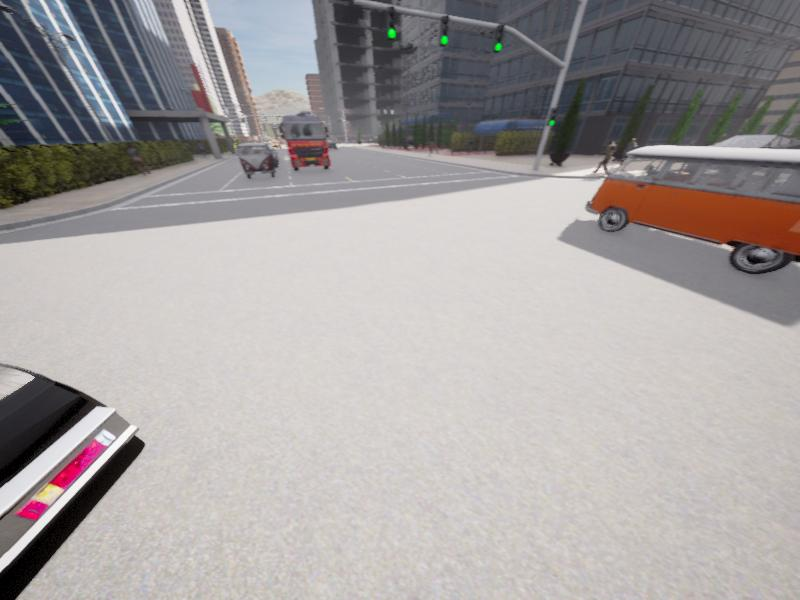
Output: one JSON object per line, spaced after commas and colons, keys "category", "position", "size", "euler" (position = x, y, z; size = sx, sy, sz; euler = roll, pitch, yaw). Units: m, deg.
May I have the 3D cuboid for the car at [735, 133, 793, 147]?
{"category": "car", "position": [61.331, -27.046, 39.057], "size": [2.097, 1.767, 4.553], "euler": [-13, 37, -17]}

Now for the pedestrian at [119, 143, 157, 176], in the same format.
{"category": "pedestrian", "position": [-17.502, -9.397, 15.476], "size": [0.751, 1.860, 0.751], "euler": [-14, 38, -18]}

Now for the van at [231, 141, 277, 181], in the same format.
{"category": "van", "position": [-9.794, -9.652, 15.891], "size": [1.775, 1.987, 4.442], "euler": [-14, 38, -18]}

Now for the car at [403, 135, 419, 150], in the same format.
{"category": "car", "position": [2.094, -29.111, 42.599], "size": [2.390, 2.098, 6.274], "euler": [4, 36, 7]}

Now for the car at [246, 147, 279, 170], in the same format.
{"category": "car", "position": [-12.198, -12.805, 20.789], "size": [1.970, 1.475, 3.806], "euler": [-14, 38, -18]}

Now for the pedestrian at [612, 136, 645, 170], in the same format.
{"category": "pedestrian", "position": [15.397, -9.921, 15.621], "size": [0.751, 1.860, 0.751], "euler": [-24, 42, -29]}

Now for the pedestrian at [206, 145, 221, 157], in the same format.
{"category": "pedestrian", "position": [-24.068, -19.222, 29.839], "size": [0.751, 1.300, 0.751], "euler": [0, 36, 0]}

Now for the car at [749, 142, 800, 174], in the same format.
{"category": "car", "position": [27.188, -9.784, 15.762], "size": [5.366, 1.575, 1.801], "euler": [-13, 37, -17]}

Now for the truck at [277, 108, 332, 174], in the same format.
{"category": "truck", "position": [-8.328, -13.648, 19.880], "size": [2.891, 3.827, 8.468], "euler": [-14, 38, -18]}

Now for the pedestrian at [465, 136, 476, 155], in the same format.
{"category": "pedestrian", "position": [8.743, -19.127, 28.630], "size": [0.751, 1.860, 0.751], "euler": [-19, 39, -24]}

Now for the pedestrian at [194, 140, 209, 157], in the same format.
{"category": "pedestrian", "position": [-25.917, -19.801, 30.202], "size": [0.751, 1.860, 0.751], "euler": [-16, 38, -20]}

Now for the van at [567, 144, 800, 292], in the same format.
{"category": "van", "position": [6.916, -2.281, 5.267], "size": [1.775, 1.987, 4.442], "euler": [-14, 38, -18]}

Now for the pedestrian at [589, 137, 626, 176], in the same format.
{"category": "pedestrian", "position": [12.132, -8.406, 13.557], "size": [0.751, 1.860, 0.751], "euler": [-16, 38, -20]}

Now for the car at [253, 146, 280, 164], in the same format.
{"category": "car", "position": [-14.669, -16.215, 25.682], "size": [2.033, 1.411, 5.357], "euler": [-14, 38, -18]}

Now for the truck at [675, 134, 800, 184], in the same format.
{"category": "truck", "position": [19.896, -8.265, 13.320], "size": [6.274, 2.098, 2.390], "euler": [-13, 37, -17]}

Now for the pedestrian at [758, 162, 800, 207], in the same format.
{"category": "pedestrian", "position": [14.184, -4.158, 8.315], "size": [0.751, 1.300, 0.751], "euler": [-16, 38, -21]}

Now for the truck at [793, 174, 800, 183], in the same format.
{"category": "truck", "position": [23.933, -7.193, 11.427], "size": [5.204, 2.467, 2.627], "euler": [-14, 37, -17]}

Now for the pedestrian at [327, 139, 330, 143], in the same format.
{"category": "pedestrian", "position": [-25.550, -57.036, 82.836], "size": [0.751, 1.300, 0.751], "euler": [-15, 38, -19]}

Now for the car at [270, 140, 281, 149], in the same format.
{"category": "car", "position": [-28.646, -35.785, 53.223], "size": [1.882, 1.535, 5.008], "euler": [-14, 38, -18]}

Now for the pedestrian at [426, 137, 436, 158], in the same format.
{"category": "pedestrian", "position": [3.422, -16.840, 25.528], "size": [0.751, 1.860, 0.751], "euler": [-15, 38, -19]}
